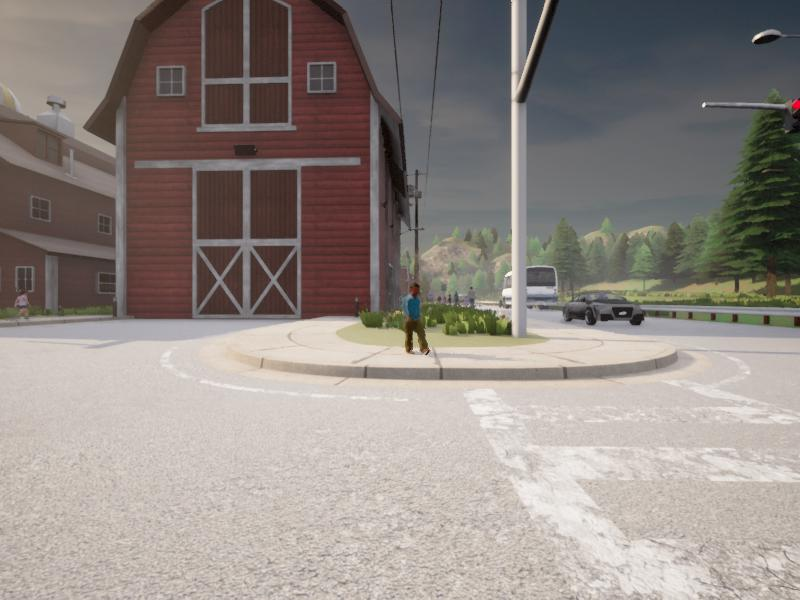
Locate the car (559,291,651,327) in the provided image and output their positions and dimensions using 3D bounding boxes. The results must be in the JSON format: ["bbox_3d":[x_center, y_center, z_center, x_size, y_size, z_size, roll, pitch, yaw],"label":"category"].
[{"bbox_3d":[8.666,0.334,17.379,1.994,1.385,4.181,0,0,3],"label":"car"}]

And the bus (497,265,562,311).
[{"bbox_3d":[13.300,-1.107,42.376,3.944,4.253,10.273,0,0,3],"label":"bus"}]

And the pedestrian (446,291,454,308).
[{"bbox_3d":[5.442,-0.088,43.838,0.751,1.860,0.751,0,0,17],"label":"pedestrian"}]

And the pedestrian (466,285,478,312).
[{"bbox_3d":[5.119,-0.088,28.468,0.751,1.860,0.751,0,0,1],"label":"pedestrian"}]

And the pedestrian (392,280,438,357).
[{"bbox_3d":[0.216,0.265,6.037,0.500,1.100,0.500,0,0,-31],"label":"pedestrian"}]

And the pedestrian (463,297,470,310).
[{"bbox_3d":[5.588,0.292,33.570,0.500,1.100,0.500,0,0,2],"label":"pedestrian"}]

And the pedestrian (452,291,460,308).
[{"bbox_3d":[6.067,-0.088,43.618,0.751,1.860,0.751,0,0,2],"label":"pedestrian"}]

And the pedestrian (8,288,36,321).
[{"bbox_3d":[-12.882,0.146,13.629,0.500,1.100,0.500,0,0,16],"label":"pedestrian"}]
